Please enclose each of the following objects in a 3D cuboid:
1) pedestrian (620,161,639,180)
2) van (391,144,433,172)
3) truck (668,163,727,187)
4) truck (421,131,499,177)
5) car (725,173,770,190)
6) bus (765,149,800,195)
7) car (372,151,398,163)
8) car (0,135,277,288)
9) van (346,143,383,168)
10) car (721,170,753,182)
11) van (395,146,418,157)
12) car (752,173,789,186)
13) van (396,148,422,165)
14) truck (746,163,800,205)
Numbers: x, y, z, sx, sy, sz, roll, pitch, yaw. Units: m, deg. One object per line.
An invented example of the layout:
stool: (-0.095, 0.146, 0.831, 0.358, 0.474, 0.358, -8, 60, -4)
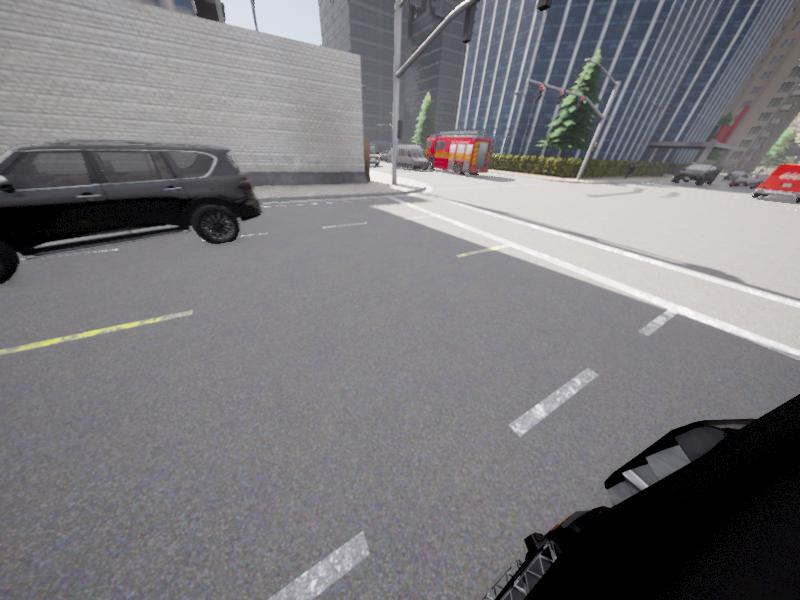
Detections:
pedestrian: (26.178, -14.726, 26.317, 0.751, 1.860, 0.751, -26, 43, -36)
van: (1.198, -16.923, 27.419, 1.988, 2.561, 5.915, -16, 38, -26)
truck: (34.809, -14.642, 26.990, 6.274, 2.098, 2.390, -16, 38, -26)
truck: (6.149, -16.435, 25.919, 2.891, 3.827, 8.468, -16, 38, -26)
car: (39.054, -13.344, 25.941, 4.193, 1.474, 1.816, -16, 38, -26)
bus: (47.444, -14.671, 26.133, 10.273, 4.253, 3.944, -17, 38, -25)
car: (-2.600, -24.072, 38.944, 2.033, 1.411, 5.357, -16, 38, -26)
car: (-6.104, -2.104, 4.800, 2.150, 2.045, 5.566, 30, 42, 34)
van: (-4.737, -18.915, 30.048, 2.351, 2.431, 6.366, -16, 38, -26)
car: (52.931, -19.452, 36.308, 4.674, 1.442, 1.812, -16, 38, -26)
van: (2.052, -43.808, 68.158, 6.366, 2.431, 2.351, -16, 38, -26)
car: (52.437, -17.052, 32.717, 4.181, 1.385, 1.994, -16, 38, -26)
van: (1.436, -24.202, 38.885, 2.069, 2.038, 4.480, -16, 38, -26)
truck: (31.226, -9.325, 18.353, 5.204, 2.467, 2.627, -16, 38, -26)
